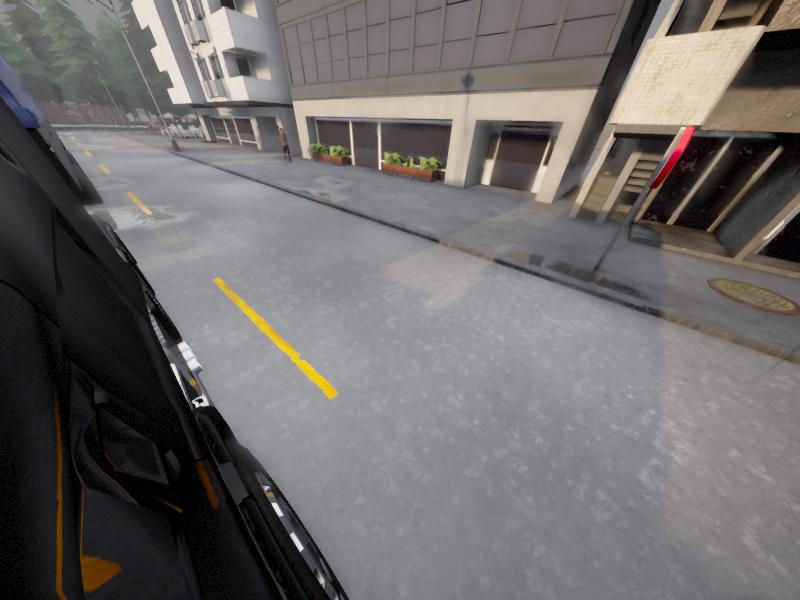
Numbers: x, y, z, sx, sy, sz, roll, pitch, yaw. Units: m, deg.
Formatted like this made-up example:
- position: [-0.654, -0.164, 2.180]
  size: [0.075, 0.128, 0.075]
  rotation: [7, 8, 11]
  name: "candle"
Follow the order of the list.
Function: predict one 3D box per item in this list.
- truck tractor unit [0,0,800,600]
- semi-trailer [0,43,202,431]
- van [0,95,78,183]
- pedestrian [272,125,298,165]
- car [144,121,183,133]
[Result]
- position: [-2.645, -0.295, 0.352]
  size: [6.516, 4.208, 3.053]
  rotation: [28, 44, 30]
  name: "truck tractor unit"
- position: [-8.692, -3.610, 4.232]
  size: [14.254, 4.402, 2.717]
  rotation: [28, 44, 30]
  name: "semi-trailer"
- position: [-16.356, -6.922, 9.755]
  size: [5.915, 2.561, 1.988]
  rotation: [28, 43, 30]
  name: "van"
- position: [-6.773, -9.141, 13.665]
  size: [0.751, 1.860, 0.751]
  rotation: [31, 45, 33]
  name: "pedestrian"
- position: [-37.439, -27.429, 36.675]
  size: [1.845, 1.501, 3.633]
  rotation: [22, 41, 24]
  name: "car"
